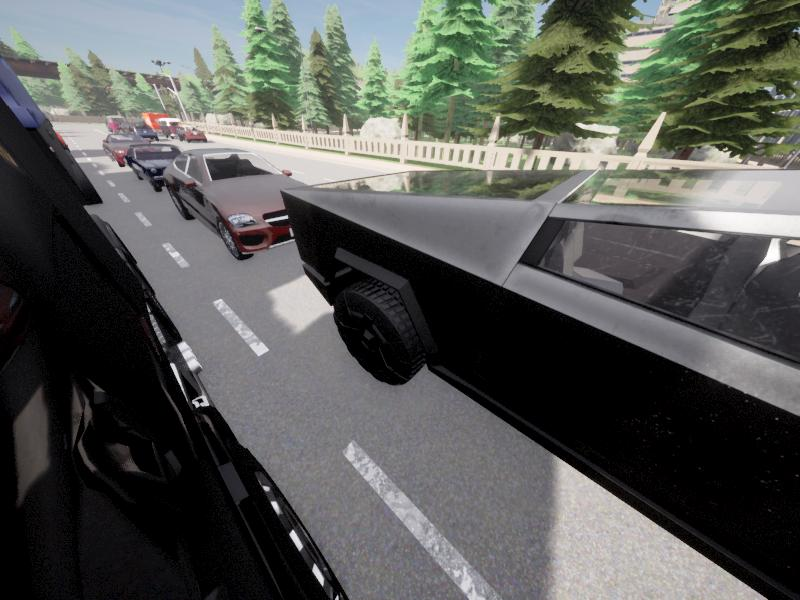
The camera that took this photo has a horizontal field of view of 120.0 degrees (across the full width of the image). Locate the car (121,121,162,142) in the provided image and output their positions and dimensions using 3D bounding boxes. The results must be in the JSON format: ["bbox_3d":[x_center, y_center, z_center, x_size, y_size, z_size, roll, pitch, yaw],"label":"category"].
[{"bbox_3d":[-27.693,-18.066,24.751,3.988,1.617,1.851,28,44,30],"label":"car"}]

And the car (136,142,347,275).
[{"bbox_3d":[-3.838,-2.608,5.534,5.027,1.651,2.152,28,44,30],"label":"car"}]

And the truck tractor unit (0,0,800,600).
[{"bbox_3d":[-2.645,-0.295,0.351,6.516,4.208,3.053,28,44,30],"label":"truck tractor unit"}]

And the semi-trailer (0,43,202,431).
[{"bbox_3d":[-8.697,-3.605,4.230,14.254,4.402,2.717,28,44,30],"label":"semi-trailer"}]

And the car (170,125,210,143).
[{"bbox_3d":[-23.142,-18.322,25.484,3.806,1.475,1.970,28,44,30],"label":"car"}]

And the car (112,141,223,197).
[{"bbox_3d":[-9.292,-5.383,9.182,4.718,1.301,1.895,28,44,30],"label":"car"}]

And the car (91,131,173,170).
[{"bbox_3d":[-14.743,-8.314,12.706,4.181,1.385,1.994,27,43,29],"label":"car"}]

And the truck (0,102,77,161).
[{"bbox_3d":[-21.902,-9.856,13.399,5.204,2.467,2.627,28,44,30],"label":"truck"}]

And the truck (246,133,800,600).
[{"bbox_3d":[1.901,0.258,1.657,6.274,2.098,2.390,28,44,30],"label":"truck"}]

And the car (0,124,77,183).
[{"bbox_3d":[-16.093,-6.412,9.865,5.238,1.638,1.930,28,44,30],"label":"car"}]

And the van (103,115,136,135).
[{"bbox_3d":[-38.290,-23.873,31.546,4.442,1.987,1.775,28,44,30],"label":"van"}]

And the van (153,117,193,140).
[{"bbox_3d":[-27.912,-21.098,28.430,4.480,2.038,2.069,28,44,30],"label":"van"}]

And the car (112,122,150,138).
[{"bbox_3d":[-32.867,-20.739,28.184,5.357,1.411,2.033,28,44,30],"label":"car"}]

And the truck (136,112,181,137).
[{"bbox_3d":[-33.210,-24.102,31.763,5.204,2.467,2.627,28,44,30],"label":"truck"}]
